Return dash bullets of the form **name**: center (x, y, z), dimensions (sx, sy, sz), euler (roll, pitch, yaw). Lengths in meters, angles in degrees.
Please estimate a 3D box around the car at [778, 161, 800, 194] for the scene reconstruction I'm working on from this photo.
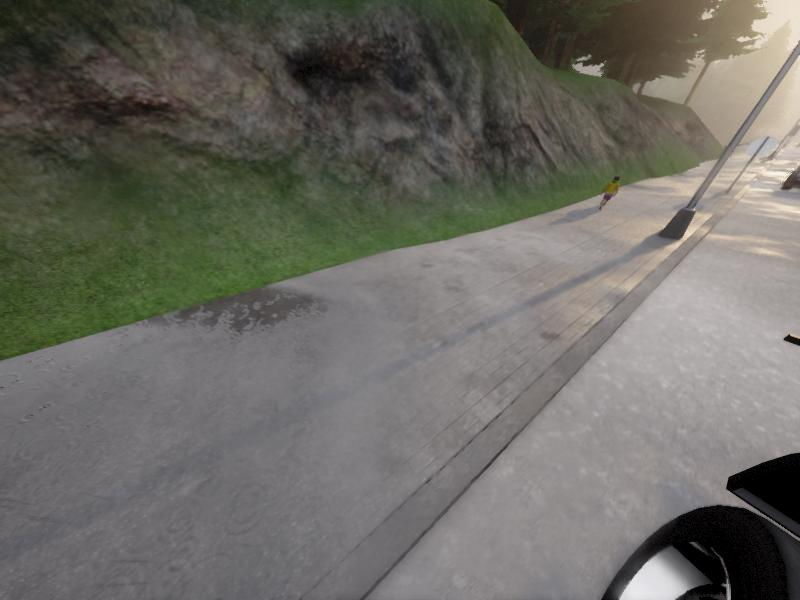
- **car**: center (20.816, -6.163, 11.040), dimensions (4.611, 1.667, 2.242), euler (-22, 41, -28)

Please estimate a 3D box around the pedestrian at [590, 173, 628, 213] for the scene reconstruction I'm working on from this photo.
- **pedestrian**: center (7.032, -3.611, 7.794), dimensions (0.500, 1.100, 0.500), euler (29, 45, 35)

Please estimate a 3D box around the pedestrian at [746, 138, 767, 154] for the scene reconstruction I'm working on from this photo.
- **pedestrian**: center (48.947, -21.183, 31.732), dimensions (0.751, 1.860, 0.751), euler (-27, 43, -32)
